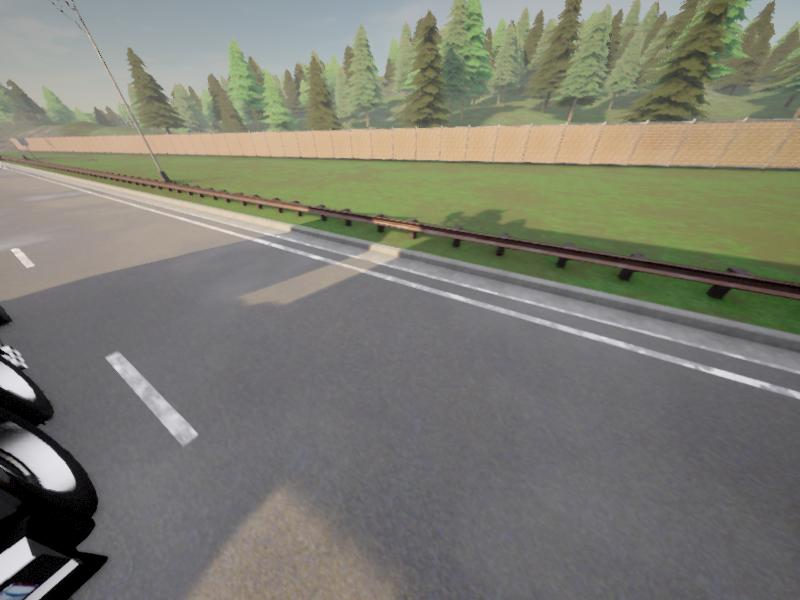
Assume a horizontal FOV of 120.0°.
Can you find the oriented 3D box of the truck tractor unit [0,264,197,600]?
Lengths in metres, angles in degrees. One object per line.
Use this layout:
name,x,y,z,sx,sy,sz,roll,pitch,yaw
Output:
truck tractor unit,-5.116,-0.293,0.786,6.516,4.208,3.053,18,39,24
